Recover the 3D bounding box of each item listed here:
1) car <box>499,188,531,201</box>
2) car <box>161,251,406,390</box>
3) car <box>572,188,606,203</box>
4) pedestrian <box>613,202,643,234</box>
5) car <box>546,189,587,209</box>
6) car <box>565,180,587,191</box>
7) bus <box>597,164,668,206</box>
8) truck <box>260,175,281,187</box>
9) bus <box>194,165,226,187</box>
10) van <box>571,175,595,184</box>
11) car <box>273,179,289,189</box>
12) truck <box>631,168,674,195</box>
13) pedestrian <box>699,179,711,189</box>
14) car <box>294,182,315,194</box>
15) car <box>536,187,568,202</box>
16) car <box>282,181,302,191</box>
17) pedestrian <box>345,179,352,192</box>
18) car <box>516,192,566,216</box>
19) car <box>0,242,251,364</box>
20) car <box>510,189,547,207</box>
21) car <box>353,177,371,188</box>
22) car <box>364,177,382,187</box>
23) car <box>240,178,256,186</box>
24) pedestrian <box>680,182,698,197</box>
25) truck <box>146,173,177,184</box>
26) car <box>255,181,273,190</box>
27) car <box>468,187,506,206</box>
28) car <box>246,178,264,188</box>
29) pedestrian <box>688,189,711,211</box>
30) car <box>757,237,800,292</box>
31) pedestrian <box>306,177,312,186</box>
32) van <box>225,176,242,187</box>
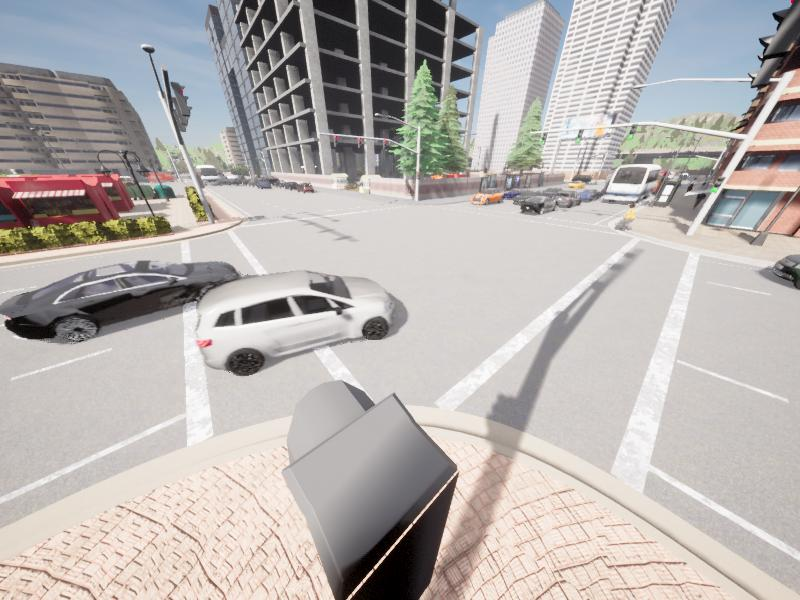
[{"bbox_3d":[16.067,-14.798,32.341,4.718,1.301,1.895,-23,37,-34],"label":"car"},{"bbox_3d":[-2.414,0.158,6.044,4.611,1.667,2.242,-13,32,-20],"label":"car"},{"bbox_3d":[25.765,-14.331,31.434,5.357,1.411,2.033,-23,37,-34],"label":"car"},{"bbox_3d":[15.562,-5.596,15.788,0.751,1.860,0.751,-24,38,-35],"label":"pedestrian"},{"bbox_3d":[19.266,-11.744,26.677,4.611,1.667,2.242,-23,37,-34],"label":"car"},{"bbox_3d":[35.249,-22.925,46.177,5.008,1.535,1.882,-23,37,-34],"label":"car"},{"bbox_3d":[30.868,-15.495,30.609,10.273,4.253,3.944,-24,37,-33],"label":"bus"},{"bbox_3d":[-30.214,-27.803,53.953,2.390,2.098,6.274,-23,37,-34],"label":"truck"},{"bbox_3d":[-45.481,-29.711,55.096,3.944,4.253,10.273,-23,37,-34],"label":"bus"},{"bbox_3d":[51.018,-33.734,64.447,1.775,1.987,4.442,-22,37,-34],"label":"van"},{"bbox_3d":[-25.198,-24.615,48.975,1.789,1.549,3.705,-23,37,-34],"label":"car"},{"bbox_3d":[43.453,-20.503,39.685,8.468,3.827,2.891,-23,37,-34],"label":"truck"},{"bbox_3d":[62.890,-23.983,47.637,0.751,1.860,0.751,26,39,37],"label":"pedestrian"},{"bbox_3d":[-16.556,-19.550,40.149,1.851,1.617,3.988,-23,37,-34],"label":"car"},{"bbox_3d":[21.150,-14.728,32.022,4.892,1.490,1.837,-23,37,-34],"label":"car"},{"bbox_3d":[-20.828,-22.030,44.514,1.882,1.535,5.008,-23,37,-34],"label":"car"},{"bbox_3d":[-8.903,-19.745,39.881,0.751,1.860,0.751,-23,37,-34],"label":"pedestrian"},{"bbox_3d":[14.143,-9.680,23.131,5.238,1.638,1.930,-21,36,-32],"label":"car"},{"bbox_3d":[-7.867,-0.373,7.140,4.902,1.511,2.128,-24,38,-35],"label":"car"},{"bbox_3d":[15.622,-12.414,28.014,4.892,1.490,1.837,-23,37,-34],"label":"car"},{"bbox_3d":[-8.128,-24.929,48.916,1.905,1.878,3.866,-23,37,-34],"label":"car"},{"bbox_3d":[-5.875,-25.875,50.553,1.905,1.878,3.866,-23,37,-34],"label":"car"},{"bbox_3d":[-37.360,-29.059,56.700,2.007,1.525,4.514,-23,37,-34],"label":"car"},{"bbox_3d":[42.018,-16.049,33.590,0.751,1.860,0.751,15,33,24],"label":"pedestrian"},{"bbox_3d":[-65.381,-33.443,63.458,5.204,2.467,2.627,-23,37,-34],"label":"truck"},{"bbox_3d":[-27.697,-23.301,46.885,1.994,1.385,4.181,-23,37,-34],"label":"car"},{"bbox_3d":[10.696,-12.768,28.325,4.553,1.767,2.097,-23,37,-34],"label":"car"},{"bbox_3d":[-32.368,-26.160,51.584,2.152,1.651,5.027,-23,37,-34],"label":"car"},{"bbox_3d":[30.089,-10.073,23.239,0.751,1.860,0.751,-23,37,-34],"label":"pedestrian"},{"bbox_3d":[16.218,-0.903,7.905,3.705,1.549,1.789,21,36,32],"label":"car"},{"bbox_3d":[-20.284,-26.409,51.428,0.751,1.860,0.751,-23,37,-34],"label":"pedestrian"},{"bbox_3d":[-37.445,-26.626,51.978,2.069,2.038,4.480,-23,37,-34],"label":"van"}]
